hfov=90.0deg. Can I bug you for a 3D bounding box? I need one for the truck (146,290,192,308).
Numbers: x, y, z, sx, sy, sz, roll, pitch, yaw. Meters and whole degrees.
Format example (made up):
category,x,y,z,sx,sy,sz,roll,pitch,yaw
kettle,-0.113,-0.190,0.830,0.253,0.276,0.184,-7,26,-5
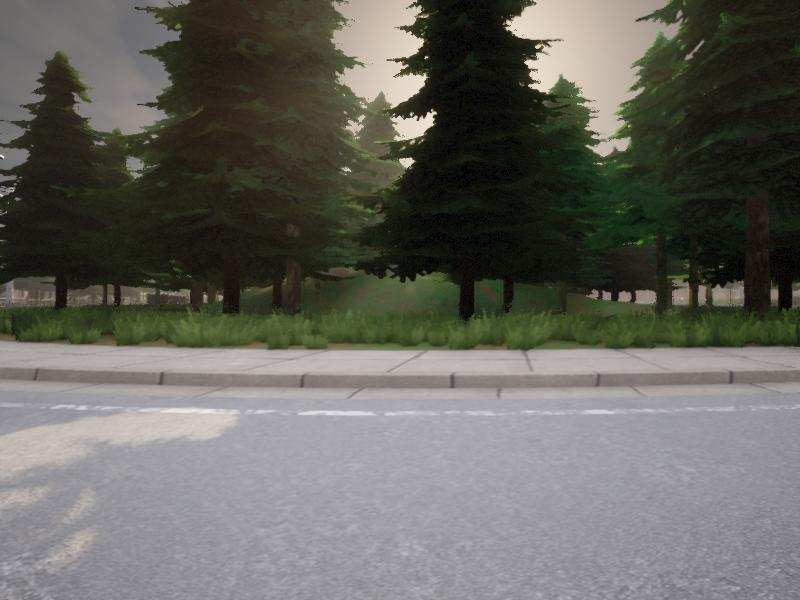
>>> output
category,x,y,z,sx,sy,sz,roll,pitch,yaw
truck,-28.896,-0.082,50.300,2.390,2.098,6.274,0,0,-2
